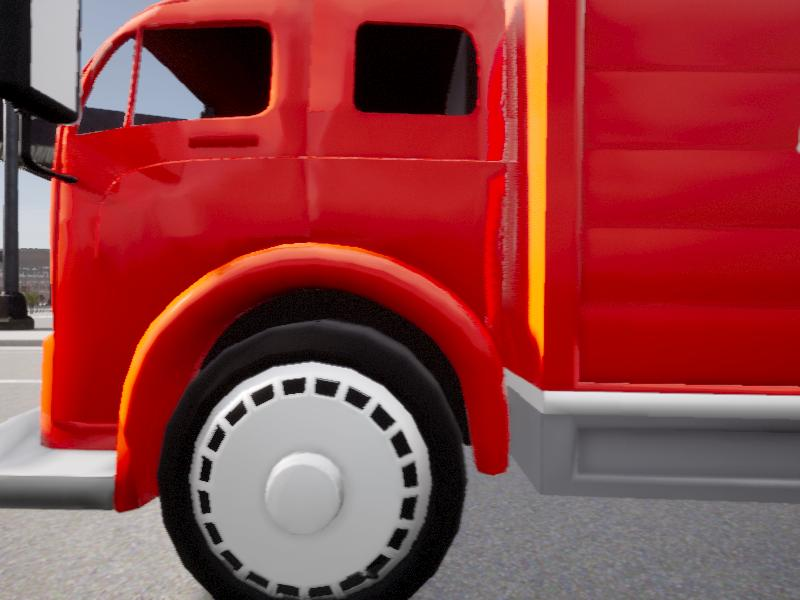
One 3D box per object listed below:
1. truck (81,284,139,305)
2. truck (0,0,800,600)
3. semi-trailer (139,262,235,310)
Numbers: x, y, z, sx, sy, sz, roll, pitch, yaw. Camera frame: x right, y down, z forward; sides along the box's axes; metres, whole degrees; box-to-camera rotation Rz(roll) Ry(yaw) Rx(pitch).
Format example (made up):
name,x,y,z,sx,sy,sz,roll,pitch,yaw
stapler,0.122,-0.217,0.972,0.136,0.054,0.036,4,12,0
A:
name,x,y,z,sx,sy,sz,roll,pitch,yaw
truck,-52.641,-0.975,72.658,8.468,3.827,2.891,0,0,1
truck,1.212,-0.230,2.208,5.204,2.467,2.627,1,0,0
semi-trailer,-22.538,-1.242,43.885,2.717,4.402,14.254,0,0,1
